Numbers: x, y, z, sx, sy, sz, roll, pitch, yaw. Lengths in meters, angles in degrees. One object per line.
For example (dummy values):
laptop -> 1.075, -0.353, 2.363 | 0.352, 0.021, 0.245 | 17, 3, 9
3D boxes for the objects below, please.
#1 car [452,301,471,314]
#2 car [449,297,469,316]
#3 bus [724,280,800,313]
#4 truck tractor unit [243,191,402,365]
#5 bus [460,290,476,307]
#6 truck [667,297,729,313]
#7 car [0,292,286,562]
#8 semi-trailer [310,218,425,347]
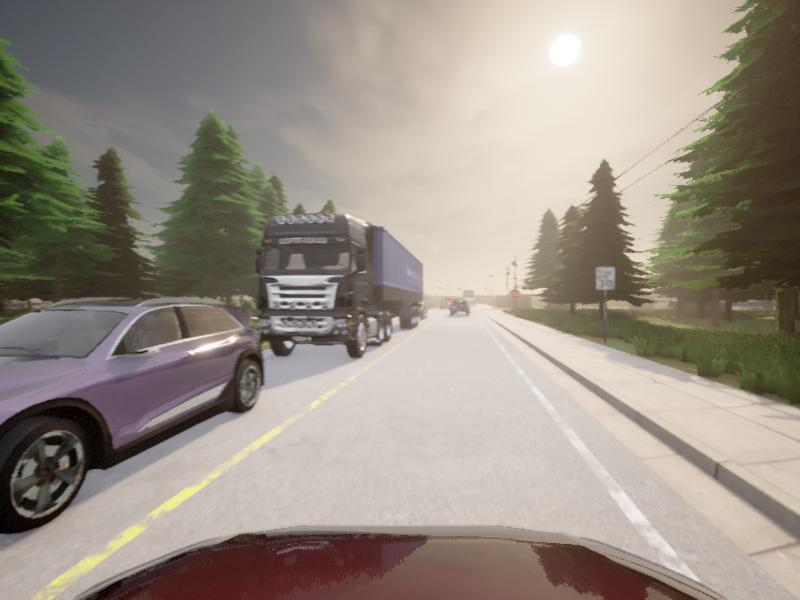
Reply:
car -> 7.421, 0.851, 47.918 | 2.007, 1.525, 4.514 | 0, 0, 13
car -> 6.188, 0.670, 41.498 | 1.932, 1.855, 4.605 | 0, 0, 10
bus -> 49.769, -0.419, 52.892 | 10.273, 4.253, 3.944 | 0, 0, 8
truck tractor unit -> -1.961, -0.513, 13.119 | 3.053, 4.208, 6.516 | 0, 0, 9
bus -> 17.970, -0.478, 105.240 | 3.944, 4.253, 10.273 | 0, 0, 11
truck -> 40.167, 0.645, 54.091 | 6.274, 2.098, 2.390 | 0, 0, 8
car -> -3.223, 0.775, 4.446 | 2.033, 1.649, 4.856 | 0, 0, 7
semi-trailer -> -0.733, -0.609, 20.936 | 2.717, 4.402, 14.254 | 0, 0, 9
